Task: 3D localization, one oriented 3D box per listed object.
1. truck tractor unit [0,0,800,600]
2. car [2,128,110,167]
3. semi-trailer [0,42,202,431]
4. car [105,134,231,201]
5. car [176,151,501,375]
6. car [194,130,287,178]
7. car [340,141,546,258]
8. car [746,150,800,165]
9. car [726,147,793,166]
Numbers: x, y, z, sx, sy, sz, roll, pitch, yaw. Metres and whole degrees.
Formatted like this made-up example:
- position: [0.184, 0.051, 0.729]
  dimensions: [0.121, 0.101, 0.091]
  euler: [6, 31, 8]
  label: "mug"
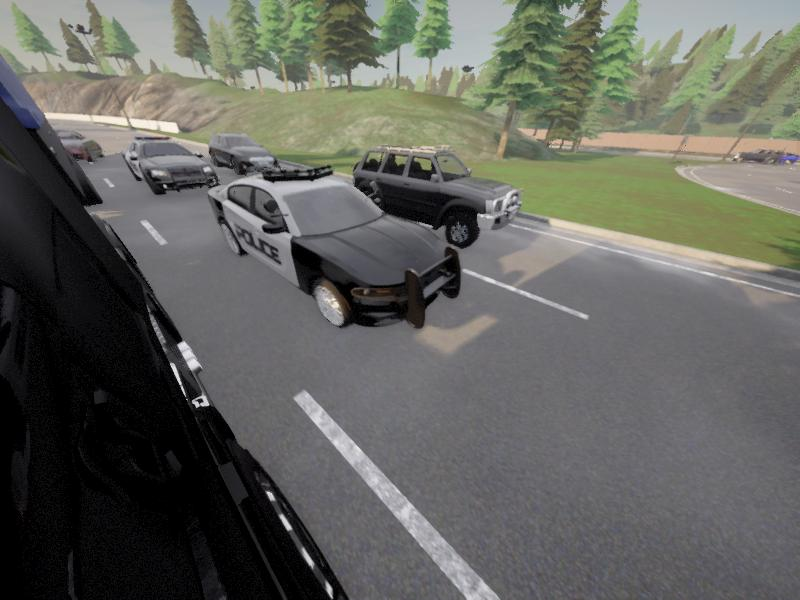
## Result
- position: [-2.645, -0.295, 0.351]
  dimensions: [6.516, 4.208, 3.053]
  euler: [28, 44, 30]
  label: "truck tractor unit"
- position: [-17.832, -8.220, 12.315]
  dimensions: [1.994, 1.385, 4.181]
  euler: [-22, 43, -29]
  label: "car"
- position: [-8.697, -3.612, 4.221]
  dimensions: [14.254, 4.402, 2.717]
  euler: [28, 44, 30]
  label: "semi-trailer"
- position: [-8.863, -5.238, 8.791]
  dimensions: [4.974, 1.542, 2.038]
  euler: [28, 44, 30]
  label: "car"
- position: [-1.443, -1.323, 3.962]
  dimensions: [5.238, 1.638, 1.930]
  euler: [28, 43, 30]
  label: "car"
- position: [-8.376, -7.751, 12.103]
  dimensions: [4.856, 1.649, 2.033]
  euler: [28, 44, 30]
  label: "car"
- position: [0.757, -2.978, 6.128]
  dimensions: [4.605, 1.855, 1.932]
  euler: [27, 43, 30]
  label: "car"
- position: [58.503, -22.274, 36.102]
  dimensions: [4.514, 1.525, 2.007]
  euler: [28, 44, 30]
  label: "car"
- position: [51.425, -20.748, 33.238]
  dimensions: [4.605, 1.855, 1.932]
  euler: [28, 44, 30]
  label: "car"
